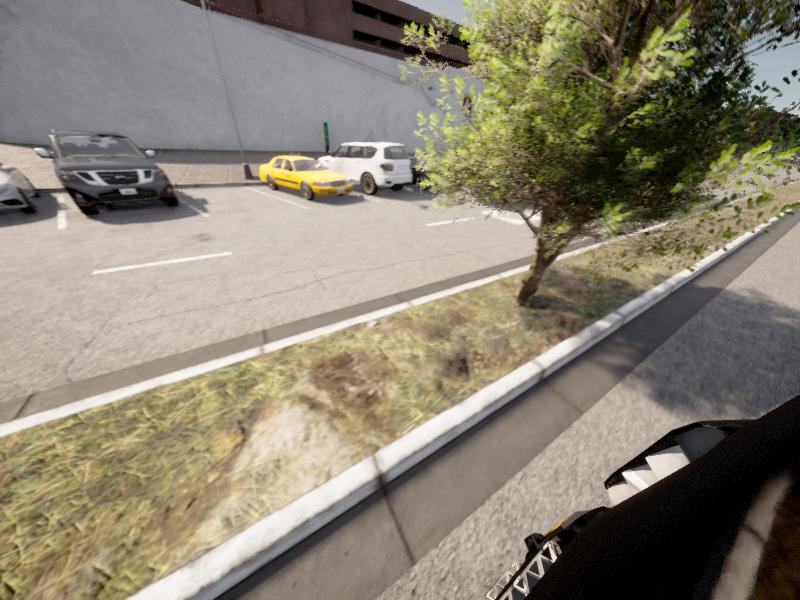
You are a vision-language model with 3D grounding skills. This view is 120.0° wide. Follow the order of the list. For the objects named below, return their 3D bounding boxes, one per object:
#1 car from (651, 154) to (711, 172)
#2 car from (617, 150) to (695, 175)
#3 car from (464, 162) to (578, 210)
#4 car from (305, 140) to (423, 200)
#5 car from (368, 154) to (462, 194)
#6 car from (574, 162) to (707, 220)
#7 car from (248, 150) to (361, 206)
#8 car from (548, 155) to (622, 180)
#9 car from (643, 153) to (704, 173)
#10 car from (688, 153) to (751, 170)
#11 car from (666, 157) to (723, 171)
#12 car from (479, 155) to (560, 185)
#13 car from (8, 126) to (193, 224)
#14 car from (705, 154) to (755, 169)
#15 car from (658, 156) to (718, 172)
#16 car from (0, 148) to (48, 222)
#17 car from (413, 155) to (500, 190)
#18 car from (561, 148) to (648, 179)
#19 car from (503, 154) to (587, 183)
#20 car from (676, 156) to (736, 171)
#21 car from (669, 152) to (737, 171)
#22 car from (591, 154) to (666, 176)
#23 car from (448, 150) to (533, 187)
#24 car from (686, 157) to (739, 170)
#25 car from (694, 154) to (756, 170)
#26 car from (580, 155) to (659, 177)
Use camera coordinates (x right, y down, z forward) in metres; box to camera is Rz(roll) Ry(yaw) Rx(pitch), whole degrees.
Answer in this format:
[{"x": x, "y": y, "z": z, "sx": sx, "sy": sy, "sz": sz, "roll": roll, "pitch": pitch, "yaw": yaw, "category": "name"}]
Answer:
[{"x": 37.122, "y": -18.324, "z": 30.773, "sx": 4.553, "sy": 1.767, "sz": 2.185, "roll": 26, "pitch": 41, "yaw": 31, "category": "car"}, {"x": 29.316, "y": -16.093, "z": 26.856, "sx": 5.566, "sy": 2.045, "sz": 2.435, "roll": 26, "pitch": 41, "yaw": 31, "category": "car"}, {"x": 5.515, "y": -5.336, "z": 10.550, "sx": 4.892, "sy": 1.490, "sz": 1.837, "roll": -17, "pitch": 39, "yaw": -25, "category": "car"}, {"x": -1.908, "y": -6.689, "z": 11.573, "sx": 5.566, "sy": 2.045, "sz": 2.435, "roll": 26, "pitch": 41, "yaw": 31, "category": "car"}, {"x": 0.683, "y": -7.231, "z": 13.010, "sx": 4.792, "sy": 1.488, "sz": 2.163, "roll": 26, "pitch": 41, "yaw": 31, "category": "car"}, {"x": 10.356, "y": -4.886, "z": 10.029, "sx": 4.611, "sy": 1.667, "sz": 2.242, "roll": -17, "pitch": 39, "yaw": -25, "category": "car"}, {"x": -4.355, "y": -5.635, "z": 10.320, "sx": 5.366, "sy": 1.575, "sz": 1.946, "roll": 26, "pitch": 41, "yaw": 31, "category": "car"}, {"x": 16.352, "y": -11.924, "z": 20.625, "sx": 4.792, "sy": 1.488, "sz": 2.163, "roll": 26, "pitch": 41, "yaw": 32, "category": "car"}, {"x": 34.565, "y": -17.523, "z": 29.454, "sx": 4.553, "sy": 1.767, "sz": 2.185, "roll": 26, "pitch": 41, "yaw": 31, "category": "car"}, {"x": 52.753, "y": -23.035, "z": 38.381, "sx": 5.566, "sy": 2.045, "sz": 2.435, "roll": 27, "pitch": 41, "yaw": 32, "category": "car"}, {"x": 42.316, "y": -19.734, "z": 33.415, "sx": 4.792, "sy": 1.488, "sz": 2.163, "roll": 26, "pitch": 41, "yaw": 31, "category": "car"}, {"x": 8.519, "y": -9.560, "z": 16.835, "sx": 4.674, "sy": 1.452, "sz": 2.002, "roll": 26, "pitch": 41, "yaw": 32, "category": "car"}, {"x": -9.666, "y": -4.371, "z": 7.690, "sx": 5.566, "sy": 2.045, "sz": 2.435, "roll": 27, "pitch": 40, "yaw": 31, "category": "car"}, {"x": 58.108, "y": -24.478, "z": 40.863, "sx": 4.442, "sy": 1.987, "sz": 1.878, "roll": 27, "pitch": 41, "yaw": 32, "category": "car"}, {"x": 39.739, "y": -18.981, "z": 32.112, "sx": 4.892, "sy": 1.521, "sz": 2.231, "roll": 26, "pitch": 41, "yaw": 31, "category": "car"}, {"x": -12.308, "y": -3.385, "z": 6.572, "sx": 4.674, "sy": 1.452, "sz": 2.002, "roll": 26, "pitch": 40, "yaw": 31, "category": "car"}, {"x": 3.317, "y": -7.992, "z": 14.290, "sx": 4.674, "sy": 1.452, "sz": 2.002, "roll": 26, "pitch": 41, "yaw": 31, "category": "car"}, {"x": 18.962, "y": -12.945, "z": 21.741, "sx": 5.566, "sy": 2.045, "sz": 2.435, "roll": 26, "pitch": 41, "yaw": 31, "category": "car"}, {"x": 11.126, "y": -10.376, "z": 18.076, "sx": 5.008, "sy": 1.535, "sz": 2.097, "roll": 26, "pitch": 42, "yaw": 32, "category": "car"}, {"x": 47.406, "y": -21.359, "z": 36.046, "sx": 5.366, "sy": 1.575, "sz": 1.946, "roll": 26, "pitch": 41, "yaw": 31, "category": "car"}, {"x": 44.929, "y": -20.736, "z": 34.542, "sx": 5.566, "sy": 2.045, "sz": 2.435, "roll": 26, "pitch": 41, "yaw": 31, "category": "car"}, {"x": 23.989, "y": -14.386, "z": 24.530, "sx": 5.366, "sy": 1.575, "sz": 1.946, "roll": 26, "pitch": 41, "yaw": 32, "category": "car"}, {"x": 5.899, "y": -8.924, "z": 15.484, "sx": 4.553, "sy": 1.767, "sz": 2.185, "roll": 26, "pitch": 41, "yaw": 32, "category": "car"}, {"x": 50.157, "y": -22.016, "z": 37.249, "sx": 4.674, "sy": 1.452, "sz": 2.002, "roll": 27, "pitch": 41, "yaw": 32, "category": "car"}, {"x": 55.420, "y": -23.778, "z": 39.630, "sx": 5.566, "sy": 2.045, "sz": 2.435, "roll": 27, "pitch": 41, "yaw": 32, "category": "car"}, {"x": 21.677, "y": -13.465, "z": 23.067, "sx": 5.366, "sy": 1.575, "sz": 1.946, "roll": 26, "pitch": 41, "yaw": 32, "category": "car"}]
